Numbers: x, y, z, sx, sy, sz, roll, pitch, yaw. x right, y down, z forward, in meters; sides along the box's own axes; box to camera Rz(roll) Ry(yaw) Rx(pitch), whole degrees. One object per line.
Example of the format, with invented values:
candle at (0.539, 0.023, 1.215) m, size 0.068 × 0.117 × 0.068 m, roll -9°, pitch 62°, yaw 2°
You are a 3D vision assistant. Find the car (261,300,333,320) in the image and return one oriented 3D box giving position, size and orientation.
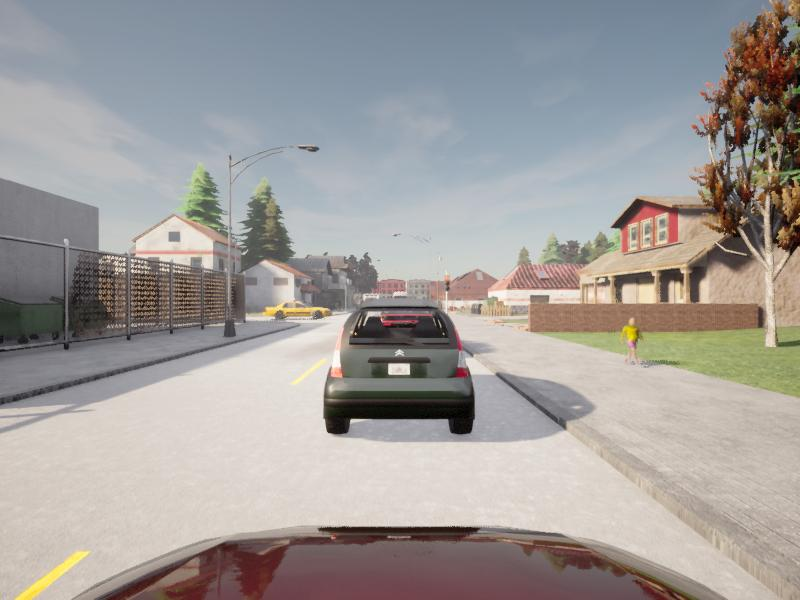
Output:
car at (-8.202, 0.801, 32.245) m, size 5.366 × 1.575 × 1.801 m, roll 0°, pitch 0°, yaw -7°

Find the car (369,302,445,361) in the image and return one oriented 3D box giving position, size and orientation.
car at (0.127, 0.828, 12.723) m, size 2.007 × 1.525 × 4.514 m, roll 0°, pitch 0°, yaw -2°

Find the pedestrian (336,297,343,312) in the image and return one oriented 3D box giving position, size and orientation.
pedestrian at (-7.642, 0.534, 50.354) m, size 0.751 × 1.860 × 0.751 m, roll 0°, pitch 0°, yaw -13°

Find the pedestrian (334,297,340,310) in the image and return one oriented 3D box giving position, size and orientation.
pedestrian at (-9.260, 0.533, 58.885) m, size 0.751 × 1.860 × 0.751 m, roll 0°, pitch 0°, yaw 1°

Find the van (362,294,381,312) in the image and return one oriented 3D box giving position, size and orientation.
van at (-4.044, 0.377, 57.411) m, size 2.351 × 2.431 × 6.366 m, roll 0°, pitch 0°, yaw 0°

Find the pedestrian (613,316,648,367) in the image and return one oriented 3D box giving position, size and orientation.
pedestrian at (5.174, 0.913, 9.015) m, size 0.500 × 1.100 × 0.500 m, roll 0°, pitch 0°, yaw 0°

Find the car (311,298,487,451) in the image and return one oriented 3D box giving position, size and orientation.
car at (-0.005, 0.788, 6.219) m, size 1.851 × 1.617 × 3.988 m, roll 0°, pitch 0°, yaw 0°

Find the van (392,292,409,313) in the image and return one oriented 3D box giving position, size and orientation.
van at (0.025, 0.322, 51.211) m, size 1.988 × 2.561 × 5.915 m, roll 0°, pitch 0°, yaw -1°
